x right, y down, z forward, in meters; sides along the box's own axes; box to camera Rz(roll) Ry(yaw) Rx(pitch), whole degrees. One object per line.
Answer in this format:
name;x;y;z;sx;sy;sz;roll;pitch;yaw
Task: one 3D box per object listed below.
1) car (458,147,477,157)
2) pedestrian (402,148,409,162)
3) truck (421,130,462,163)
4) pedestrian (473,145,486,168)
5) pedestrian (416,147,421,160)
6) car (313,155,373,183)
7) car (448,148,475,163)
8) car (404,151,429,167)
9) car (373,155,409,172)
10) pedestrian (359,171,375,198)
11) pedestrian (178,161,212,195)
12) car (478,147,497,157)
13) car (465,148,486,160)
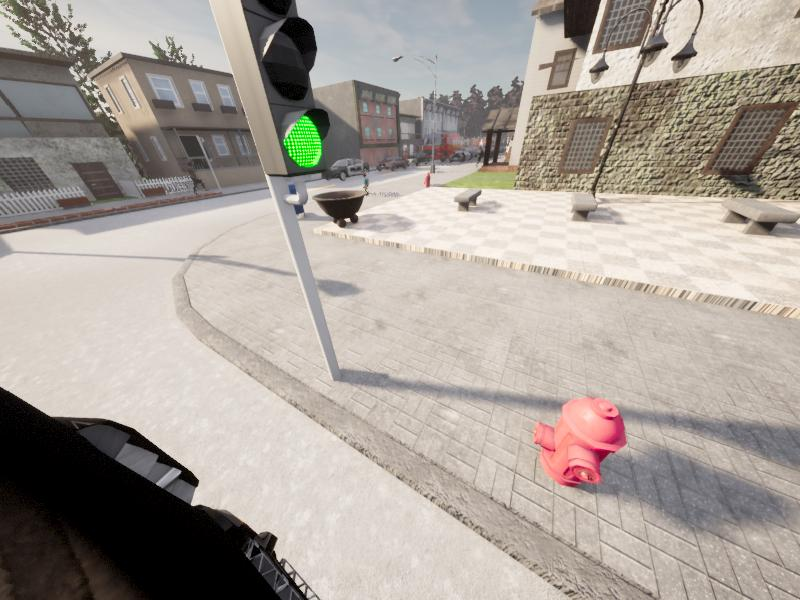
car;13.389;-29.149;45.449;2.163;1.488;4.792;16;38;26
pedestrian;0.921;-22.970;36.533;0.751;1.860;0.751;12;36;21
truck;6.464;-23.414;35.231;2.891;3.827;8.468;16;38;26
pedestrian;7.479;-13.571;21.882;0.751;1.860;0.751;17;38;27
pedestrian;3.134;-25.044;39.485;0.751;1.860;0.751;-7;34;-6
car;-4.760;-11.598;20.283;1.930;1.638;5.238;15;38;25
car;8.647;-20.172;32.255;2.038;1.542;4.974;16;38;26
car;2.190;-18.246;29.834;1.789;1.549;3.705;16;38;26
car;-0.855;-15.210;25.666;1.994;1.385;4.181;16;38;26
pedestrian;-1.629;-5.757;11.492;0.500;1.100;0.500;27;44;37
pedestrian;-13.032;-7.769;14.724;0.751;1.860;0.751;16;38;26
car;16.297;-27.589;42.958;2.033;1.411;5.357;16;38;26
car;12.265;-23.637;37.342;1.994;1.385;4.181;16;38;26
